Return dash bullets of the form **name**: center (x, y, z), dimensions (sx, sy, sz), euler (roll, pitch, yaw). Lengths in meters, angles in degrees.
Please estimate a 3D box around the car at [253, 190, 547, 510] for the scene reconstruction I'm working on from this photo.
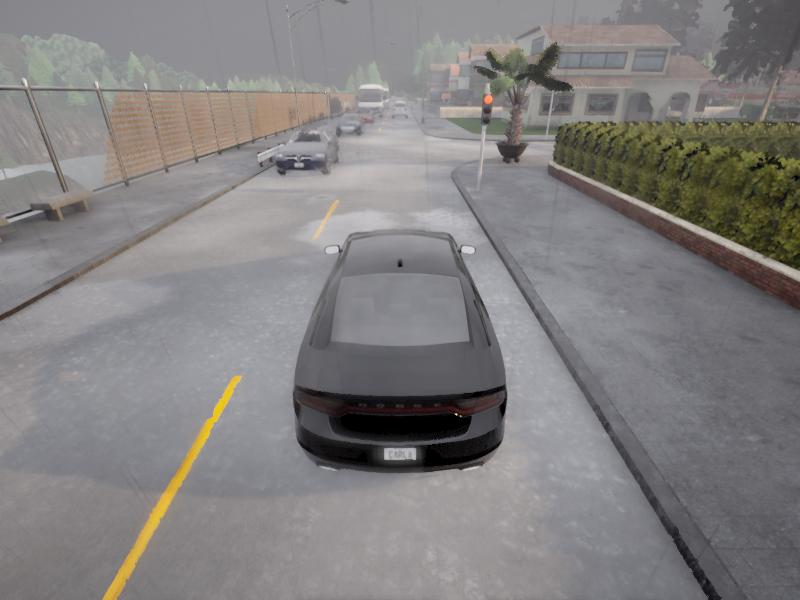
- **car**: center (0.001, -0.111, 5.143), dimensions (1.882, 1.535, 5.008), euler (0, 27, 0)

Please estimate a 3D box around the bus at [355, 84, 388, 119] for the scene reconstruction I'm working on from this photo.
- **bus**: center (-3.877, -28.791, 57.977), dimensions (3.944, 4.253, 10.273), euler (0, 27, 0)

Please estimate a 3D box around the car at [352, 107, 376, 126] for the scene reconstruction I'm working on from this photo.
- **car**: center (-3.997, -20.606, 44.870), dimensions (2.242, 1.667, 4.611), euler (0, 27, 0)

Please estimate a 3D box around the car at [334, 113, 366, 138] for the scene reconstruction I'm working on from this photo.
- **car**: center (-3.998, -14.373, 32.795), dimensions (2.033, 1.649, 4.856), euler (0, 27, 0)

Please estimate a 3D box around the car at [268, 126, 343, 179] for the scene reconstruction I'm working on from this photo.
- **car**: center (-3.998, -6.741, 17.950), dimensions (2.152, 1.651, 5.027), euler (0, 27, 0)

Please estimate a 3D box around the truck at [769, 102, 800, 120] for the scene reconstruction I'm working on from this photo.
- **truck**: center (53.531, -25.254, 53.433), dimensions (2.390, 2.098, 6.274), euler (0, 27, 0)

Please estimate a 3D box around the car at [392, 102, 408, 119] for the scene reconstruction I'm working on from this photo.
- **car**: center (0.001, -27.117, 57.128), dimensions (2.150, 2.045, 5.566), euler (0, 27, 0)

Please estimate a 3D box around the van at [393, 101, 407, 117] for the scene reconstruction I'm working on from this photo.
- **van**: center (0.001, -30.108, 62.959), dimensions (2.069, 2.038, 4.480), euler (0, 27, 0)

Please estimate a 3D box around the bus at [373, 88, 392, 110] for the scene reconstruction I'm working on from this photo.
- **bus**: center (-3.877, -45.794, 91.042), dimensions (3.944, 4.253, 10.273), euler (0, 27, 0)

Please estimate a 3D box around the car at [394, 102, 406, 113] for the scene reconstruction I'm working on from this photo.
- **car**: center (0.002, -37.240, 77.381), dimensions (2.242, 1.667, 4.611), euler (0, 27, 0)
